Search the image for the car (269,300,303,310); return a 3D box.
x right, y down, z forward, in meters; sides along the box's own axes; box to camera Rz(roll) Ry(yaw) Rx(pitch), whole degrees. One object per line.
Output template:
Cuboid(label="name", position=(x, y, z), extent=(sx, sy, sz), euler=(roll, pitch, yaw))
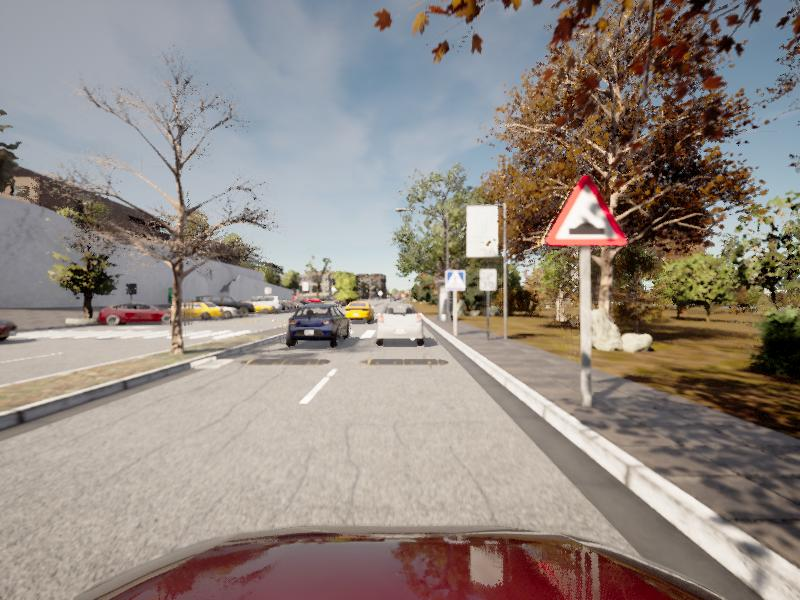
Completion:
Cuboid(label="car", position=(-16.833, 0.736, 59.264), extent=(4.674, 1.452, 2.002), euler=(-1, 1, -20))

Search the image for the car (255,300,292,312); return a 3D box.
Cuboid(label="car", position=(-16.836, 0.813, 53.265), extent=(4.674, 1.452, 2.002), euler=(-1, 0, -20))

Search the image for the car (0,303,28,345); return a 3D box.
Cuboid(label="car", position=(-16.827, 0.887, 14.236), extent=(4.792, 1.488, 2.163), euler=(-1, 0, -20))

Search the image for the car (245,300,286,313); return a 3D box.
Cuboid(label="car", position=(-16.861, 0.830, 50.240), extent=(4.792, 1.488, 2.163), euler=(-1, 1, -20))

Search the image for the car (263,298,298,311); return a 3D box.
Cuboid(label="car", position=(-16.865, 0.610, 56.252), extent=(4.553, 1.767, 2.185), euler=(-1, 1, -20))

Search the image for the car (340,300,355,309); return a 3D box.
Cuboid(label="car", position=(-8.757, 0.701, 66.723), extent=(1.895, 1.301, 4.718), euler=(0, 1, 0))

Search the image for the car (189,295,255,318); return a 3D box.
Cuboid(label="car", position=(-16.819, 0.623, 38.258), extent=(5.566, 2.045, 2.435), euler=(-1, 0, -20))

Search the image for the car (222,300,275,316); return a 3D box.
Cuboid(label="car", position=(-16.666, 0.841, 44.313), extent=(5.366, 1.575, 1.946), euler=(-1, 0, -20))

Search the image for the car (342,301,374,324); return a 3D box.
Cuboid(label="car", position=(-3.004, 0.866, 29.819), extent=(1.882, 1.535, 5.008), euler=(0, 0, 0))

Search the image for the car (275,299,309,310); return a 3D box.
Cuboid(label="car", position=(-16.822, 0.655, 62.264), extent=(5.008, 1.535, 2.097), euler=(-1, 1, -20))

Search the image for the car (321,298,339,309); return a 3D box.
Cuboid(label="car", position=(-11.756, 0.555, 67.325), extent=(2.242, 1.667, 4.611), euler=(0, 1, 0))

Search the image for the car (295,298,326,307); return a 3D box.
Cuboid(label="car", position=(-16.649, 0.477, 74.334), extent=(5.366, 1.575, 1.946), euler=(-1, 1, -20))

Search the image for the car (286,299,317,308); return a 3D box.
Cuboid(label="car", position=(-16.800, 0.596, 68.280), extent=(4.792, 1.488, 2.163), euler=(-1, 1, -20))

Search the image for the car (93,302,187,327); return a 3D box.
Cuboid(label="car", position=(-16.821, 0.903, 26.242), extent=(4.792, 1.488, 2.163), euler=(-1, 0, -20))

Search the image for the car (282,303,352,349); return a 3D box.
Cuboid(label="car", position=(-3.004, 0.877, 15.313), extent=(1.816, 1.474, 4.193), euler=(0, 0, 0))

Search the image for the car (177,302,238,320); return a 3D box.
Cuboid(label="car", position=(-16.847, 0.917, 35.239), extent=(4.674, 1.452, 2.002), euler=(-1, 0, -20))

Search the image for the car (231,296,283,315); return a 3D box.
Cuboid(label="car", position=(-16.865, 0.575, 47.239), extent=(5.566, 2.045, 2.435), euler=(-1, 1, -20))

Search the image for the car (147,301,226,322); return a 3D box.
Cuboid(label="car", position=(-17.016, 0.878, 32.166), extent=(5.366, 1.575, 1.946), euler=(-1, 0, -20))

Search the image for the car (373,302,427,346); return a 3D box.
Cuboid(label="car", position=(-0.002, 0.850, 15.636), extent=(1.845, 1.501, 3.633), euler=(0, 0, 0))

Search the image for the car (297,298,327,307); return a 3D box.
Cuboid(label="car", position=(-16.995, 0.447, 77.201), extent=(5.366, 1.575, 1.946), euler=(-1, 1, -20))

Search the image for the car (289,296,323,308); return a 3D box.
Cuboid(label="car", position=(-16.804, 0.273, 71.280), extent=(5.566, 2.045, 2.435), euler=(-1, 1, -20))
